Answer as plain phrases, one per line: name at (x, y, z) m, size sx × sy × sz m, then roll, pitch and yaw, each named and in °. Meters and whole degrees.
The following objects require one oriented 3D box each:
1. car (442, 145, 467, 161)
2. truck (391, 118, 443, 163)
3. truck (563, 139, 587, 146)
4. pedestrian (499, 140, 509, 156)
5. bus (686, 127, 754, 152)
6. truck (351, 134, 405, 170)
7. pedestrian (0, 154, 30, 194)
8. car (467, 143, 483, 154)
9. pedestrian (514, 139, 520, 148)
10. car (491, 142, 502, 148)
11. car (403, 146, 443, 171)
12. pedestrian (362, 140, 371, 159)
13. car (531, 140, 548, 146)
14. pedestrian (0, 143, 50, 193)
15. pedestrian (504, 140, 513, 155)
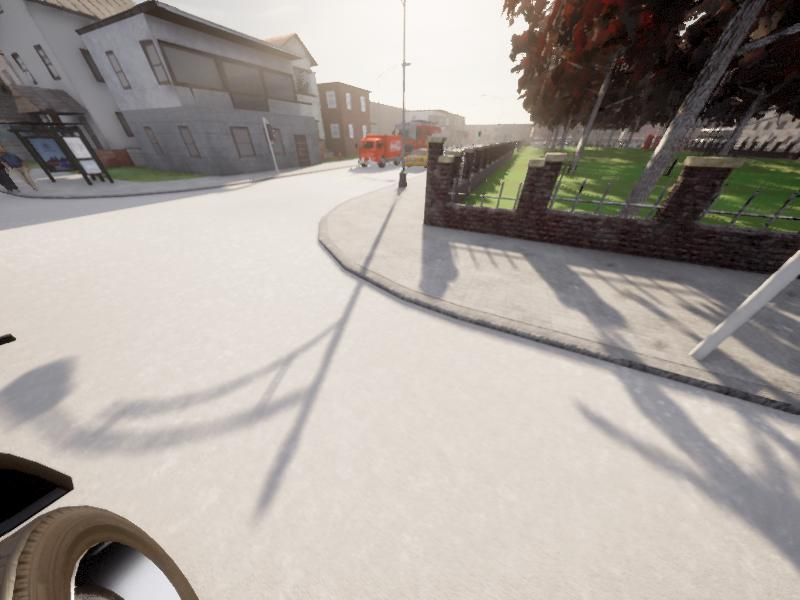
car at (7.073, -18.909, 29.633) m, size 2.033 × 1.411 × 5.357 m, roll 13°, pitch 37°, yaw 18°
truck at (2.274, -18.947, 27.544) m, size 2.891 × 3.827 × 8.468 m, roll 16°, pitch 38°, yaw 21°
truck at (61.785, -55.677, 81.619) m, size 6.274 × 2.098 × 2.390 m, roll 15°, pitch 38°, yaw 20°
pedestrian at (15.132, -22.129, 33.631) m, size 0.751 × 1.860 × 0.751 m, roll 10°, pitch 36°, yaw 13°
bus at (70.244, -35.653, 51.339) m, size 3.944 × 4.253 × 10.273 m, roll 15°, pitch 38°, yaw 20°
truck at (-1.785, -13.797, 21.379) m, size 2.627 × 2.467 × 5.204 m, roll 15°, pitch 38°, yaw 20°
pedestrian at (-17.746, -5.754, 10.131) m, size 0.751 × 1.860 × 0.751 m, roll 26°, pitch 43°, yaw 32°
car at (12.771, -25.757, 39.279) m, size 1.845 × 1.501 × 3.633 m, roll 15°, pitch 38°, yaw 20°
pedestrian at (29.088, -38.874, 57.516) m, size 0.751 × 1.860 × 0.751 m, roll 10°, pitch 36°, yaw 13°
car at (25.957, -41.785, 62.285) m, size 1.994 × 1.385 × 4.181 m, roll 15°, pitch 38°, yaw 20°
car at (2.186, -12.909, 20.912) m, size 1.801 × 1.575 × 5.366 m, roll 15°, pitch 38°, yaw 20°
pedestrian at (-3.912, -17.690, 27.189) m, size 0.751 × 1.860 × 0.751 m, roll 9°, pitch 36°, yaw 13°
car at (51.710, -58.202, 85.630) m, size 5.008 × 1.535 × 1.882 m, roll 15°, pitch 38°, yaw 20°
pedestrian at (-17.118, -5.906, 10.359) m, size 0.751 × 1.860 × 0.751 m, roll 26°, pitch 42°, yaw 31°
pedestrian at (16.991, -23.904, 36.165) m, size 0.751 × 1.860 × 0.751 m, roll 15°, pitch 38°, yaw 20°
